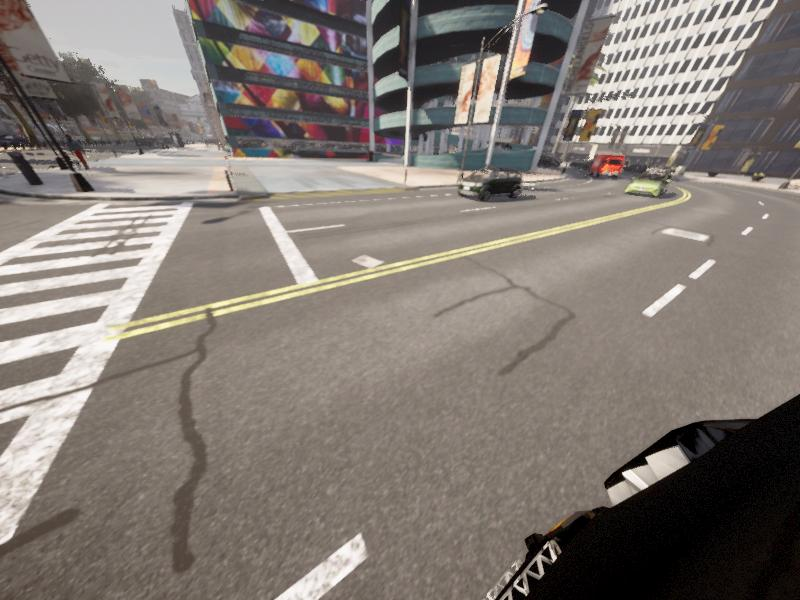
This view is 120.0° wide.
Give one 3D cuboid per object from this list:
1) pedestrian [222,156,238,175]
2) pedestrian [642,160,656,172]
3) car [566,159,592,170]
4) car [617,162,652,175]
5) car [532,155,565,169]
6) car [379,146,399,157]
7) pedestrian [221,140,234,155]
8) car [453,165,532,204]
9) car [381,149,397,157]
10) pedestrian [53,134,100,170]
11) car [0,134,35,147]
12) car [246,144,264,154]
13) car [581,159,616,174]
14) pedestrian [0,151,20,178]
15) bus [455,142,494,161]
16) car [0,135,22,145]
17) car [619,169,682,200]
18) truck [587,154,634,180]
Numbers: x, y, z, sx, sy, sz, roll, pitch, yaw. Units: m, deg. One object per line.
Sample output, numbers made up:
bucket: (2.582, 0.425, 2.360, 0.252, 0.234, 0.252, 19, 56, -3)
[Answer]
pedestrian: (-11.290, -8.930, 15.346, 0.500, 1.100, 0.500, -13, 36, -22)
pedestrian: (46.642, -25.065, 43.266, 0.751, 1.860, 0.751, -2, 34, -8)
car: (36.135, -27.469, 46.740, 1.789, 1.549, 3.705, -3, 34, -9)
car: (39.743, -22.443, 39.349, 1.851, 1.617, 3.988, 5, 33, 3)
car: (29.248, -27.407, 45.697, 2.150, 2.045, 5.566, -3, 34, -9)
car: (-2.889, -37.866, 58.830, 2.435, 2.045, 5.566, -17, 38, -28)
pedestrian: (-25.408, -22.429, 34.050, 0.751, 1.860, 0.751, 28, 41, 33)
car: (4.967, -6.344, 12.525, 3.705, 1.549, 1.789, -17, 38, -28)
car: (-2.936, -37.567, 59.087, 2.007, 1.523, 4.514, -17, 38, -28)
pedestrian: (-20.334, -9.309, 14.573, 0.751, 1.860, 0.751, -10, 36, -19)
car: (-56.461, -23.139, 33.568, 1.812, 1.442, 4.674, -17, 38, -27)
car: (-28.148, -29.362, 44.831, 2.161, 1.482, 4.786, -17, 38, -28)
car: (32.787, -22.312, 38.410, 1.932, 1.855, 4.605, 6, 33, 4)
pedestrian: (-19.389, -6.570, 11.188, 0.500, 1.100, 0.500, -24, 42, -34)
bus: (21.026, -42.713, 66.245, 3.944, 4.253, 10.273, -17, 38, -28)
car: (-62.587, -25.044, 36.131, 1.895, 1.301, 4.718, -17, 38, -27)
car: (17.892, -8.314, 16.465, 4.514, 1.525, 2.007, -22, 41, -33)
truck: (25.941, -16.644, 28.813, 2.627, 2.467, 5.204, 16, 35, 19)
